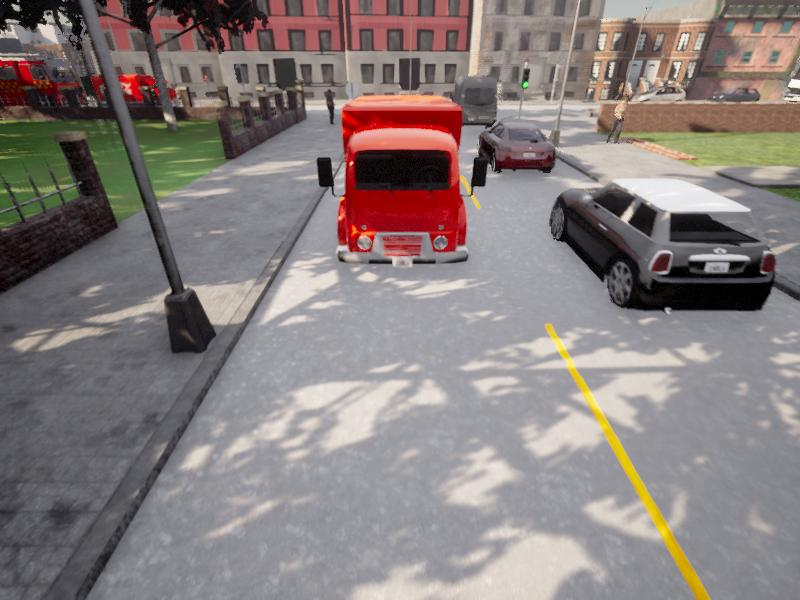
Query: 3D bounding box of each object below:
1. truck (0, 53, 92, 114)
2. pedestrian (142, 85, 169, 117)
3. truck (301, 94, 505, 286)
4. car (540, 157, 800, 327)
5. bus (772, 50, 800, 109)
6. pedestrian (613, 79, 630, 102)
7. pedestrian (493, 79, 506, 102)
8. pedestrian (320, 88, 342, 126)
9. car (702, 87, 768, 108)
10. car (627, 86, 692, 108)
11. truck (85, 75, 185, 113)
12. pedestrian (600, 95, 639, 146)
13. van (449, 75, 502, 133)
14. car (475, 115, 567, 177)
[{"bbox_3d":[-28.973,-16.218,29.938,8.468,3.827,2.891,0,30,0],"label":"truck"},{"bbox_3d":[-15.999,-13.046,26.225,0.751,1.860,0.751,0,30,0],"label":"pedestrian"},{"bbox_3d":[0.024,-2.600,8.019,2.627,2.467,5.204,0,30,0],"label":"truck"},{"bbox_3d":[4.024,-1.237,6.671,1.970,1.475,3.806,0,30,0],"label":"car"},{"bbox_3d":[38.543,-18.283,33.140,10.273,4.253,3.944,0,30,0],"label":"bus"},{"bbox_3d":[21.190,-20.030,38.223,0.751,1.860,0.751,1,30,1],"label":"pedestrian"},{"bbox_3d":[9.395,-19.731,37.697,0.751,1.860,0.751,-3,30,-5],"label":"pedestrian"},{"bbox_3d":[-3.906,-10.939,22.634,0.751,1.860,0.751,24,38,35],"label":"pedestrian"},{"bbox_3d":[28.301,-17.191,33.955,3.633,1.501,1.845,0,30,0],"label":"car"},{"bbox_3d":[21.942,-17.239,33.953,3.988,1.617,1.851,0,30,0],"label":"car"},{"bbox_3d":[-19.819,-15.619,30.273,5.204,2.467,2.627,0,30,-1],"label":"truck"},{"bbox_3d":[9.187,-7.555,16.841,0.751,1.860,0.751,-2,30,-3],"label":"pedestrian"},{"bbox_3d":[4.113,-11.367,22.957,1.988,2.561,5.915,1,30,1],"label":"van"},{"bbox_3d":[4.038,-5.565,14.187,1.994,1.385,4.181,0,30,0],"label":"car"}]
